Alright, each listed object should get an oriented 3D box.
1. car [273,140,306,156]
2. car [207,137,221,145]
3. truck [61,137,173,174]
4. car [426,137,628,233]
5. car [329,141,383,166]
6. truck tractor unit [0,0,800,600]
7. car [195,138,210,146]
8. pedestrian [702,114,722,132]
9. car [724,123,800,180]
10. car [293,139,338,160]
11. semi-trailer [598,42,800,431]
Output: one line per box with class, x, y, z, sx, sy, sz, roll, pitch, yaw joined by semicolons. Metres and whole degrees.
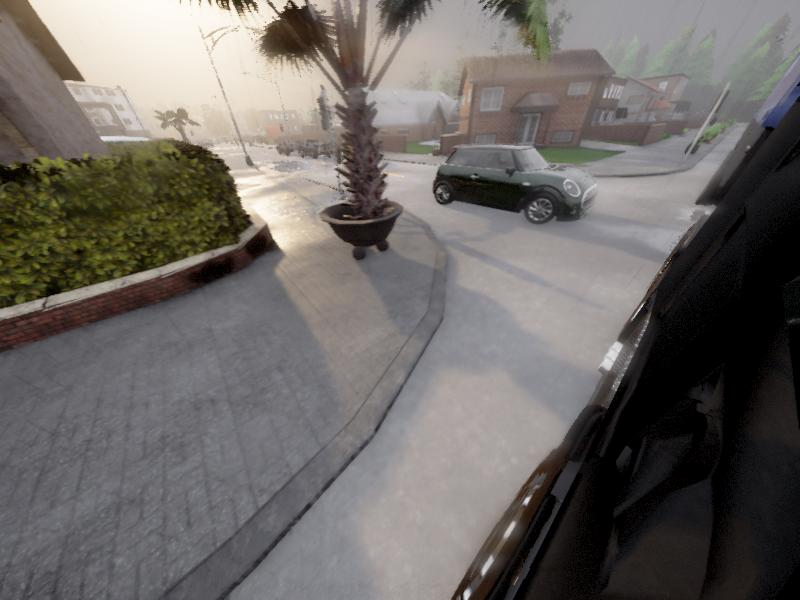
car;-13.138;-18.064;27.358;1.895;1.301;4.718;-27;43;-29
car;-54.821;-46.792;67.971;2.152;1.651;5.027;-28;44;-30
truck;-19.913;-10.555;16.683;4.478;2.038;2.069;-26;43;-32
car;3.225;-3.705;6.885;2.097;1.767;4.553;-32;46;-33
car;-3.449;-11.555;18.073;1.994;1.385;4.181;-30;45;-32
truck tractor unit;2.645;-0.295;0.351;6.516;4.208;3.053;-28;44;-30
car;-49.029;-39.201;57.283;1.930;1.638;5.238;-28;44;-30
pedestrian;42.351;-24.009;31.354;0.751;1.860;0.751;-28;44;-29
car;16.759;-6.771;10.304;5.238;1.638;1.930;-28;44;-30
car;-8.509;-15.079;23.035;2.033;1.411;5.357;-28;44;-30
semi-trailer;8.694;-3.601;4.242;14.254;4.402;2.717;-28;44;-30
